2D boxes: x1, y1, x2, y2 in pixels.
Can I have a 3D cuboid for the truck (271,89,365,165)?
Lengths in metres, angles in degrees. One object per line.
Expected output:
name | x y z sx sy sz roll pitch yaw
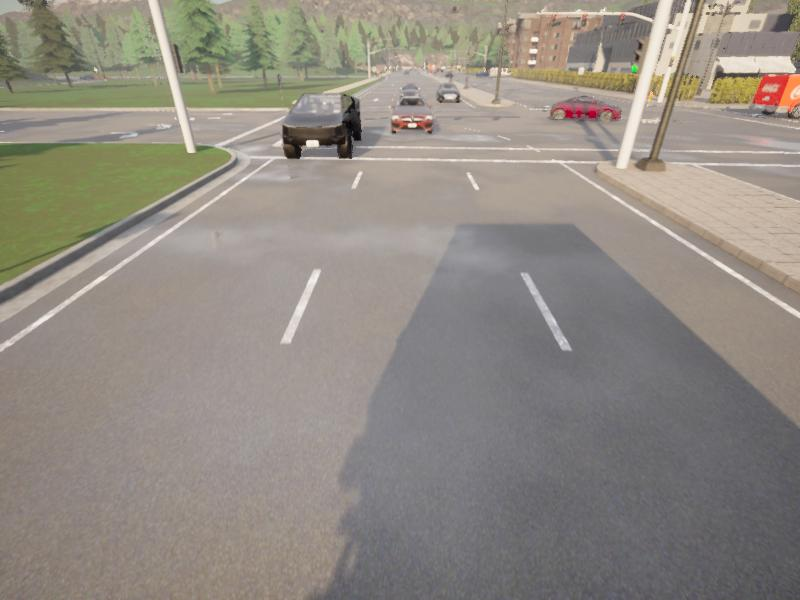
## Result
truck | -2.966 -7.272 16.300 2.390 2.098 6.274 0 30 1

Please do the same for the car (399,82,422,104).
car | 0.968 -19.903 38.359 2.038 1.542 4.974 0 30 1

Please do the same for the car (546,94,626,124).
car | 11.557 -11.981 24.972 4.181 1.385 1.994 12 33 20

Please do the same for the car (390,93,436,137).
car | 0.632 -9.921 21.265 2.152 1.651 5.027 0 30 1

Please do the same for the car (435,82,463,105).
car | 4.460 -19.332 37.273 2.033 1.649 4.856 0 30 1

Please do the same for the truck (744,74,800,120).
truck | 26.238 -13.110 25.749 5.204 2.467 2.627 0 30 1
